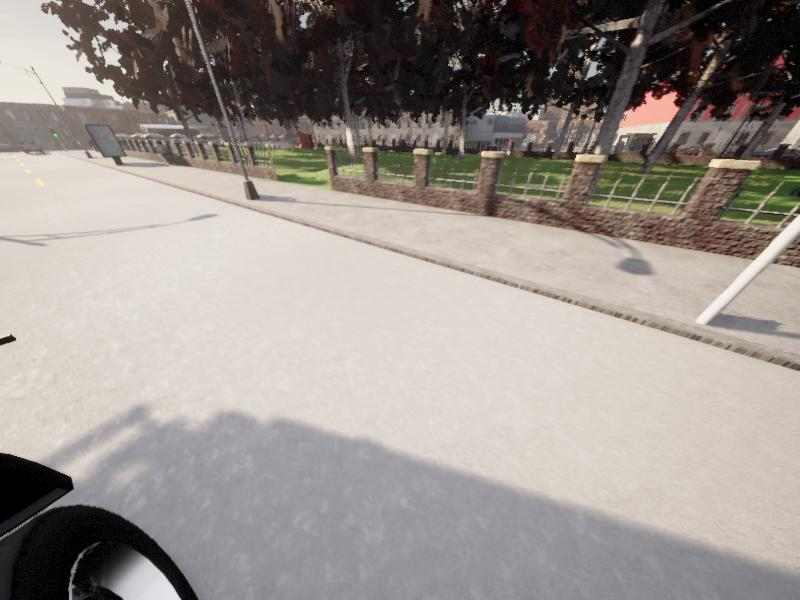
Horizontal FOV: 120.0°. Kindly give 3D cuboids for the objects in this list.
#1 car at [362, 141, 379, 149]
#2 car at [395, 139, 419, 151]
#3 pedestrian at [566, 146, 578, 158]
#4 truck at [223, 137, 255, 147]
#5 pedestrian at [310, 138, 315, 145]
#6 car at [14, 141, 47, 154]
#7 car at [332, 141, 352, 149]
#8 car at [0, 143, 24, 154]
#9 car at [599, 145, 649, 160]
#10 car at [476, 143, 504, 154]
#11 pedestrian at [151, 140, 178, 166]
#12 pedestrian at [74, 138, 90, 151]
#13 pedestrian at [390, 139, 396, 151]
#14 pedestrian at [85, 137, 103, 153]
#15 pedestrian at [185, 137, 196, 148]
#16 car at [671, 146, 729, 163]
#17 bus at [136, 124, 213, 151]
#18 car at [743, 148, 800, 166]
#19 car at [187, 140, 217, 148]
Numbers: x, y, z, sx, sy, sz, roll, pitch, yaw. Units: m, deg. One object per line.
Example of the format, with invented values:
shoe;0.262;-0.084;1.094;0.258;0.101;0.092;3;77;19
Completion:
car;-7.233;-37.766;56.371;3.633;1.501;1.845;22;41;28
car;1.430;-31.723;47.274;4.605;1.855;1.932;23;41;28
pedestrian;22.683;-19.546;30.475;0.751;1.300;0.751;22;41;28
truck;-42.477;-41.821;61.226;2.390;2.098;6.274;22;41;28
pedestrian;-26.264;-47.474;69.166;0.751;1.860;0.751;18;39;24
car;-53.591;-22.125;33.483;3.633;1.501;1.845;22;40;28
car;-15.302;-40.972;61.003;4.902;1.511;2.128;22;41;28
car;-63.054;-23.507;35.815;4.674;1.442;1.812;-12;37;-17
car;29.948;-19.954;31.145;4.514;1.525;2.007;22;41;28
car;15.379;-25.873;39.453;3.806;1.475;1.970;22;41;28
pedestrian;-19.756;-12.369;19.438;0.751;1.860;0.751;22;41;28
pedestrian;-53.809;-26.297;39.071;0.751;1.860;0.751;29;44;34
pedestrian;-1.319;-29.605;44.044;0.751;1.860;0.751;24;42;30
pedestrian;-44.061;-22.278;33.260;0.751;1.860;0.751;21;40;27
pedestrian;-43.236;-32.379;47.608;0.751;1.860;0.751;17;38;22
car;35.838;-17.563;27.783;3.705;1.549;1.789;22;41;28
bus;-47.519;-34.588;49.223;3.944;4.253;10.273;22;41;28
car;41.350;-15.289;24.658;4.892;1.490;1.837;22;40;27
car;-47.473;-37.580;55.450;1.882;1.535;5.008;22;41;28
